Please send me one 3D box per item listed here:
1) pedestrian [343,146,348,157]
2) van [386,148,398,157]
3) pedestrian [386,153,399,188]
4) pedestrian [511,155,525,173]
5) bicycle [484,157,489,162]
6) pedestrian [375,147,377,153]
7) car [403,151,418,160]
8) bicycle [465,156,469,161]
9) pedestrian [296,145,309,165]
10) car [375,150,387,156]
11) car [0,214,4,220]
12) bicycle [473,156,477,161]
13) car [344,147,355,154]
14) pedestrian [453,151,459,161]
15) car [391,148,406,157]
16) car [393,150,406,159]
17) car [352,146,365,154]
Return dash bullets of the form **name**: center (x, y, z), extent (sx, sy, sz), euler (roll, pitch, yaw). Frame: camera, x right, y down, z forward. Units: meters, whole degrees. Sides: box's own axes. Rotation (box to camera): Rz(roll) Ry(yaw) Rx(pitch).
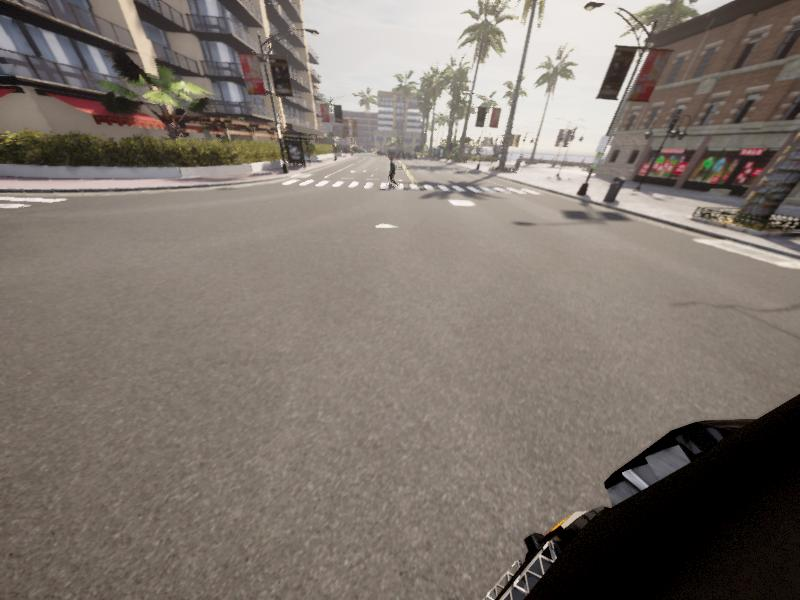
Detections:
- **pedestrian**: center (-11.454, -31.154, 48.405), extent (0.751, 1.860, 0.751), euler (0, 33, -4)
- **van**: center (-2.144, -40.522, 63.504), extent (1.775, 1.987, 4.442), euler (-11, 36, -19)
- **pedestrian**: center (-0.460, -8.179, 14.627), extent (0.751, 1.860, 0.751), euler (1, 33, -2)
- **pedestrian**: center (14.266, -16.411, 27.920), extent (0.751, 1.860, 0.751), euler (-3, 34, -8)
- **bicycle**: center (21.870, -35.565, 58.361), extent (0.373, 1.024, 1.643), euler (0, 33, -3)
- **pedestrian**: center (-9.617, -60.022, 92.338), extent (0.751, 1.860, 0.751), euler (26, 40, 31)
- **car**: center (2.747, -37.793, 60.311), extent (2.152, 1.651, 5.027), euler (-8, 35, -16)
- **bicycle**: center (16.849, -35.605, 58.055), extent (0.373, 1.024, 1.643), euler (0, 33, -3)
- **pedestrian**: center (-10.779, -16.070, 25.569), extent (0.751, 1.860, 0.751), euler (2, 33, -1)
- **car**: center (-5.834, -45.294, 71.018), extent (1.994, 1.385, 4.181), euler (-16, 38, -26)
- **car**: center (-14.211, -2.666, 5.130), extent (5.566, 2.045, 2.150), euler (1, 33, -2)
- **bicycle**: center (18.858, -35.589, 58.177), extent (0.373, 1.024, 1.643), euler (0, 33, -3)
- **car**: center (-16.263, -47.978, 74.200), extent (1.851, 1.617, 3.988), euler (-16, 38, -26)
- **pedestrian**: center (12.716, -32.711, 52.536), extent (0.751, 1.860, 0.751), euler (-4, 34, -10)
- **car**: center (-0.594, -43.684, 68.369), extent (2.150, 2.045, 5.566), euler (-13, 37, -23)
- **car**: center (-0.136, -35.952, 56.997), extent (2.242, 1.667, 4.611), euler (-5, 33, -11)
- **car**: center (-13.738, -49.510, 76.245), extent (2.150, 2.045, 5.566), euler (-19, 39, -29)
